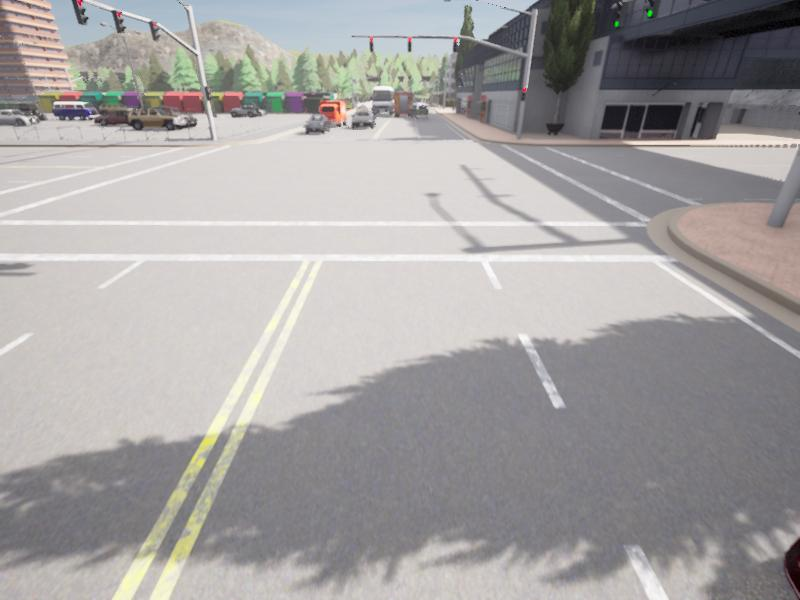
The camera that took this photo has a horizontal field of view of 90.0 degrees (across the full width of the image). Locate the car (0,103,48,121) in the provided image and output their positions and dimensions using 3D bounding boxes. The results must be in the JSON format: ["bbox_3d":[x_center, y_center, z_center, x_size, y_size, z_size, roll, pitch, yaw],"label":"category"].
[{"bbox_3d":[-45.290,-22.531,47.979,3.866,1.878,1.905,0,27,0],"label":"car"}]

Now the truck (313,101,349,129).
[{"bbox_3d":[-7.010,-19.234,41.416,2.627,2.467,5.204,1,27,1],"label":"truck"}]

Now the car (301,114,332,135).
[{"bbox_3d":[-7.141,-15.297,34.760,1.845,1.501,3.633,0,27,0],"label":"car"}]

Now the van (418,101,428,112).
[{"bbox_3d":[4.670,-39.683,81.855,1.775,1.987,4.442,1,27,1],"label":"van"}]

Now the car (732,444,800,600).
[{"bbox_3d":[3.498,2.221,0.829,1.994,1.385,4.181,0,27,0],"label":"car"}]

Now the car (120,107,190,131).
[{"bbox_3d":[-21.472,-15.972,35.290,4.605,1.855,1.932,0,27,0],"label":"car"}]

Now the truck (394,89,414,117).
[{"bbox_3d":[0.657,-31.358,63.585,2.891,3.827,8.468,1,27,1],"label":"truck"}]

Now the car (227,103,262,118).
[{"bbox_3d":[-21.443,-26.246,55.328,3.866,1.878,1.905,0,27,0],"label":"car"}]

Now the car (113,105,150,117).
[{"bbox_3d":[-38.898,-27.409,57.973,3.905,1.438,1.784,0,27,0],"label":"car"}]

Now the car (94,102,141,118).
[{"bbox_3d":[-38.964,-26.274,55.300,4.605,1.855,1.932,0,27,0],"label":"car"}]

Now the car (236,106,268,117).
[{"bbox_3d":[-21.432,-27.354,58.013,3.806,1.475,1.970,0,27,0],"label":"car"}]

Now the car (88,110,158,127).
[{"bbox_3d":[-27.856,-18.335,40.387,5.357,1.415,2.033,0,27,0],"label":"car"}]

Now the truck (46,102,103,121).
[{"bbox_3d":[-38.910,-22.608,47.945,4.478,2.038,2.069,0,27,0],"label":"truck"}]

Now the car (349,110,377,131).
[{"bbox_3d":[-3.558,-17.848,39.648,2.152,1.651,5.027,1,27,1],"label":"car"}]

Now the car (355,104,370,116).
[{"bbox_3d":[-6.270,-31.878,67.077,1.801,1.575,5.366,1,27,1],"label":"car"}]

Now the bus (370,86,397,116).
[{"bbox_3d":[-2.615,-33.614,67.502,3.944,4.253,10.273,1,27,1],"label":"bus"}]

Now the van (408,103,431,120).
[{"bbox_3d":[2.674,-26.376,55.846,2.069,2.038,4.480,-5,28,-10],"label":"van"}]

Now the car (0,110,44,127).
[{"bbox_3d":[-38.882,-18.347,40.375,3.806,1.475,1.970,0,27,0],"label":"car"}]

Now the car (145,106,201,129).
[{"bbox_3d":[-21.416,-17.290,37.867,3.866,1.878,1.905,0,27,0],"label":"car"}]
